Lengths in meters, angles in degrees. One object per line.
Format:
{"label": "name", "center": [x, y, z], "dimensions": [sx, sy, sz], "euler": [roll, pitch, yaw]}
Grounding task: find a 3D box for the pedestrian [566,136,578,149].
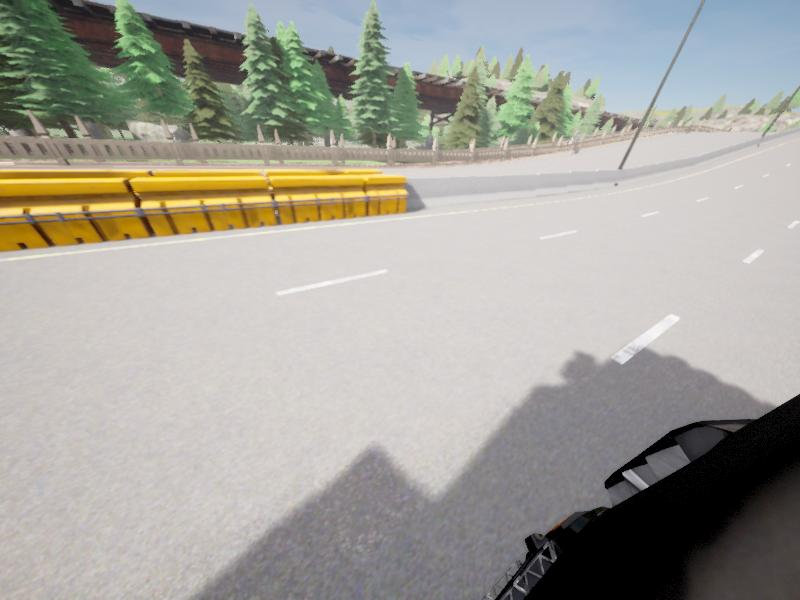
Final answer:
{"label": "pedestrian", "center": [29.495, -26.971, 39.527], "dimensions": [0.751, 1.860, 0.751], "euler": [-16, 38, -25]}
